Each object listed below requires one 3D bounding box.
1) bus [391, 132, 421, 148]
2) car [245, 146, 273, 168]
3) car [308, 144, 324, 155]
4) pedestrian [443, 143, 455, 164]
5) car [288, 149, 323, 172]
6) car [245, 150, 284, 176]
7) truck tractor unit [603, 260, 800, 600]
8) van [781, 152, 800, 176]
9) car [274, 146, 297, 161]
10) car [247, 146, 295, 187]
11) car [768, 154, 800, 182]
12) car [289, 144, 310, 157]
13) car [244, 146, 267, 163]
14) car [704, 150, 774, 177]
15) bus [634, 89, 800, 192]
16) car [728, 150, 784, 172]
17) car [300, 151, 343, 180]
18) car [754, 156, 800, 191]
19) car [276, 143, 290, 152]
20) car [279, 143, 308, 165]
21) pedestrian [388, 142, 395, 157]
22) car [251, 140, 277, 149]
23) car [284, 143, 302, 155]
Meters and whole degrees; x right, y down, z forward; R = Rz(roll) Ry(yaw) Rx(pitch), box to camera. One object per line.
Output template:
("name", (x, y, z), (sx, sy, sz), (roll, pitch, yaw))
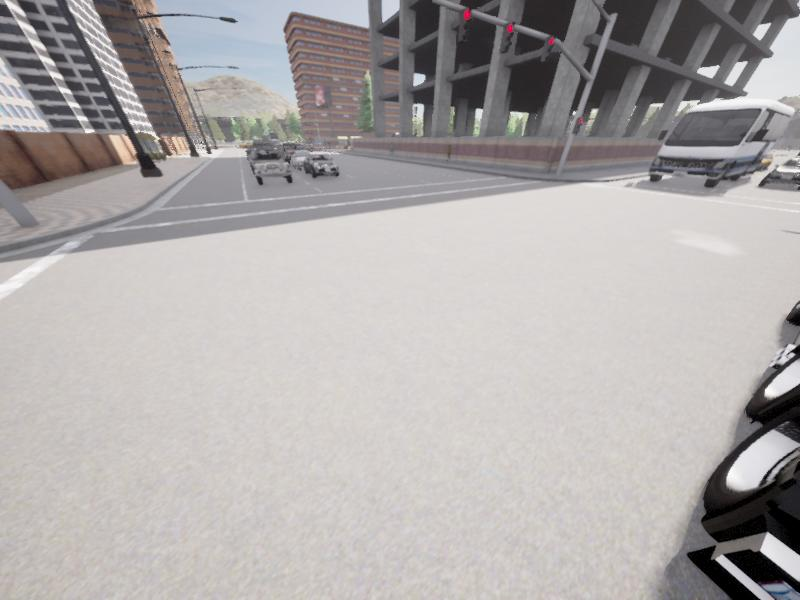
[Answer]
("bus", (2.146, -57.119, 82.544), (10.273, 4.253, 3.944), (-18, 39, -25))
("car", (-14.571, -14.770, 23.742), (1.851, 1.617, 3.988), (-18, 39, -24))
("car", (-15.456, -27.672, 42.357), (1.789, 1.549, 3.705), (-18, 39, -24))
("pedestrian", (5.255, -15.863, 24.970), (0.751, 1.860, 0.751), (-16, 38, -22))
("car", (-8.777, -12.931, 21.291), (1.812, 1.442, 4.674), (-18, 39, -24))
("car", (-11.358, -11.515, 19.195), (2.163, 1.488, 4.792), (-18, 39, -24))
("truck tractor unit", (5.106, -0.304, 0.793), (6.516, 4.208, 3.053), (-18, 39, -24))
("van", (36.234, -12.157, 19.723), (6.366, 2.431, 2.351), (-18, 39, -25))
("car", (-14.980, -19.147, 30.141), (1.837, 1.490, 4.892), (-18, 39, -24))
("car", (-8.262, -8.632, 14.724), (1.932, 1.855, 4.605), (-17, 38, -23))
("car", (29.674, -9.613, 16.805), (4.902, 1.511, 2.128), (-18, 39, -25))
("car", (-16.741, -24.925, 38.428), (2.128, 1.511, 4.902), (-18, 39, -24))
("car", (-17.642, -17.787, 28.175), (1.816, 1.474, 4.193), (-18, 39, -24))
("car", (28.817, -11.711, 19.678), (4.611, 1.667, 2.242), (-18, 39, -25))
("bus", (21.237, -10.187, 15.151), (10.273, 4.253, 3.944), (-18, 39, -25))
("car", (34.925, -13.691, 22.663), (5.366, 1.575, 1.801), (-18, 39, -25))
("car", (-5.922, -10.109, 17.225), (1.970, 1.475, 3.806), (-18, 39, -24))
("car", (24.128, -7.801, 14.108), (3.705, 1.549, 1.789), (-18, 39, -25))
("car", (-26.767, -34.912, 52.766), (2.007, 1.525, 4.514), (-18, 39, -24))
("car", (-11.800, -16.135, 25.484), (1.905, 1.878, 3.866), (-18, 39, -24))
("pedestrian", (-1.243, -22.760, 34.837), (0.751, 1.860, 0.751), (-16, 38, -23))
("car", (-37.592, -43.130, 63.988), (5.566, 2.045, 2.150), (-18, 39, -25))
("car", (-20.101, -28.328, 43.196), (2.033, 1.649, 4.856), (-18, 39, -24))
